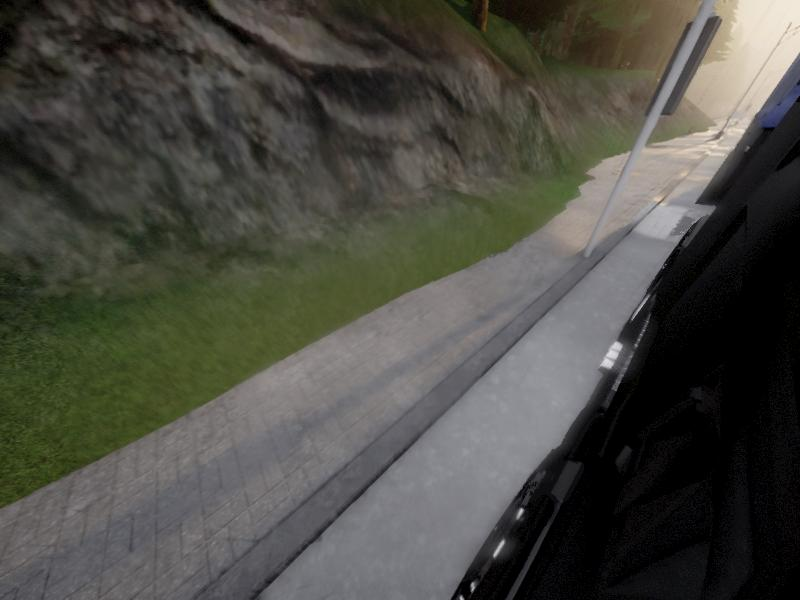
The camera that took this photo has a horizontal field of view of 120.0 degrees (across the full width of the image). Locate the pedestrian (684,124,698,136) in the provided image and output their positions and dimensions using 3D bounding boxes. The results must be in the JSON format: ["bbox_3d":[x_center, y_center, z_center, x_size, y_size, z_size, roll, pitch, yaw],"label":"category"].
[{"bbox_3d":[33.063,-19.303,26.274,0.500,1.100,0.500,-25,42,-27],"label":"pedestrian"}]

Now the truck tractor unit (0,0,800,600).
[{"bbox_3d":[2.645,-0.295,0.351,6.516,4.208,3.053,-28,44,-30],"label":"truck tractor unit"}]

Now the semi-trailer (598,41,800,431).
[{"bbox_3d":[8.697,-3.604,4.233,14.254,4.402,2.717,-28,44,-30],"label":"semi-trailer"}]

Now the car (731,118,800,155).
[{"bbox_3d":[24.478,-10.889,15.303,4.611,1.667,2.242,-28,44,-30],"label":"car"}]
